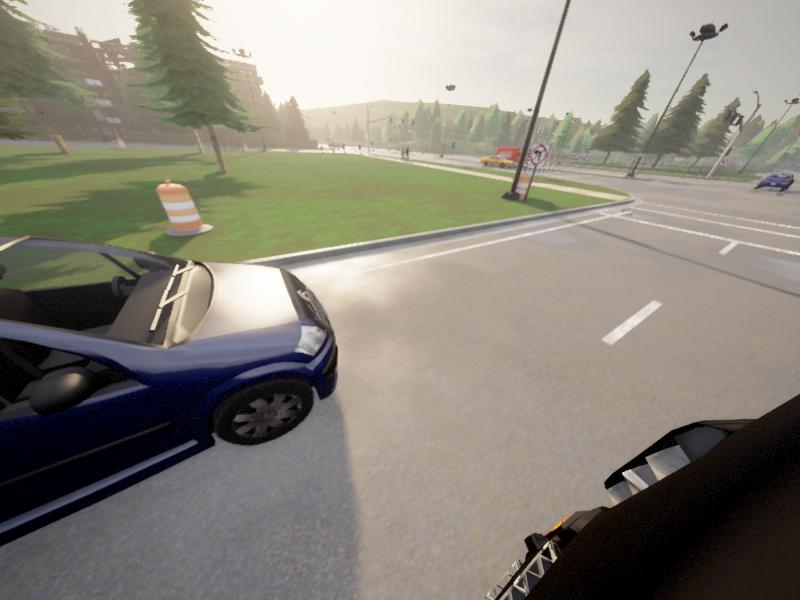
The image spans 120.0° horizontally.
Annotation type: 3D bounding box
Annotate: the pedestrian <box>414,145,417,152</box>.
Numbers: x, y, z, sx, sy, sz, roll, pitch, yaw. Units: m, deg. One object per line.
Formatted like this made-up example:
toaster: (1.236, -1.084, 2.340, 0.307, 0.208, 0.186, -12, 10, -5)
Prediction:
pedestrian: (5.290, -52.056, 79.357, 0.751, 1.860, 0.751, -14, 38, -24)

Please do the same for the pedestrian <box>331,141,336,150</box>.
pedestrian: (-17.171, -39.791, 59.477, 0.751, 1.860, 0.751, -13, 37, -23)

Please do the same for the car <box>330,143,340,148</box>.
car: (-23.558, -55.750, 83.419, 1.895, 1.301, 4.718, -17, 39, -27)

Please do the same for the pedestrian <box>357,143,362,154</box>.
pedestrian: (-7.902, -29.799, 45.404, 0.751, 1.860, 0.751, -14, 38, -24)

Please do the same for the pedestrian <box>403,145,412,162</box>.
pedestrian: (1.025, -20.253, 31.965, 0.751, 1.860, 0.751, -12, 37, -21)

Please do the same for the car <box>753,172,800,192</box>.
car: (37.368, -11.742, 22.845, 4.193, 1.474, 1.816, -17, 39, -27)

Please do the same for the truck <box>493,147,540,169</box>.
truck: (16.956, -21.019, 34.105, 2.627, 2.467, 5.204, -17, 39, -26)

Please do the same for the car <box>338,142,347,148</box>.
car: (-21.451, -57.733, 86.015, 1.905, 1.878, 3.866, -17, 39, -27)

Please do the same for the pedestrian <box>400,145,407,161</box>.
pedestrian: (0.472, -21.040, 33.087, 0.751, 1.860, 0.751, -13, 37, -22)

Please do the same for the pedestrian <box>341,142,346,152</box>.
pedestrian: (-13.011, -35.369, 53.527, 0.751, 1.860, 0.751, -14, 38, -24)

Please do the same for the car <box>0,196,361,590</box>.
car: (-2.533, 0.452, 1.576, 3.988, 1.617, 1.851, -17, 39, -27)

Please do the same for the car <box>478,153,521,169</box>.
car: (13.945, -19.745, 32.780, 1.801, 1.575, 5.366, -17, 39, -26)

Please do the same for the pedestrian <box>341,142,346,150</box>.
pedestrian: (-15.836, -43.170, 64.856, 0.751, 1.860, 0.751, -22, 41, -32)
